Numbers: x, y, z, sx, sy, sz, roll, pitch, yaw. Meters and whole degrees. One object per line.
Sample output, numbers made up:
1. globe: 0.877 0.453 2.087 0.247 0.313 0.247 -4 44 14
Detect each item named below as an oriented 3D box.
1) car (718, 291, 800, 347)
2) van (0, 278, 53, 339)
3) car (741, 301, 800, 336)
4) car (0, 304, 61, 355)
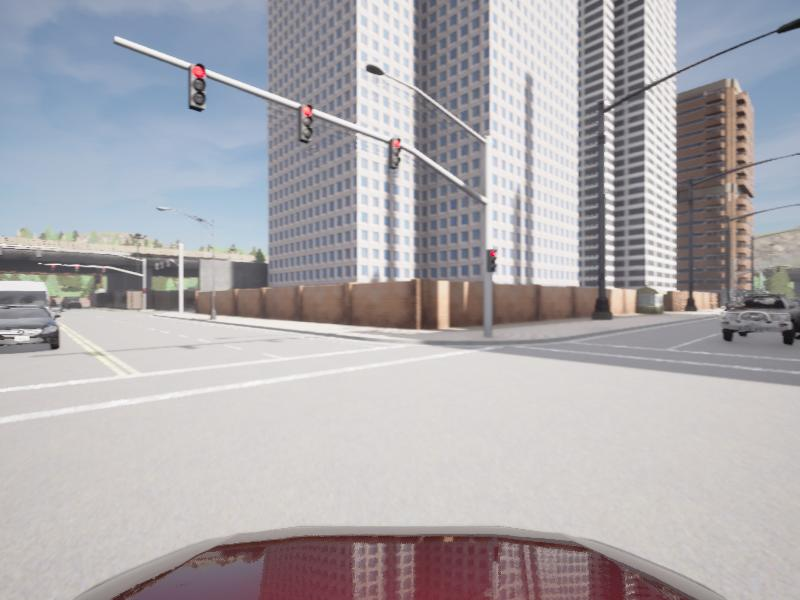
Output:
1. car: 13.937 0.613 15.328 4.605 1.855 1.932 0 0 -41
2. van: -18.250 0.362 19.350 1.988 2.561 5.915 0 0 -43
3. car: 18.439 0.800 19.522 4.792 1.488 2.163 0 0 -43
4. car: -12.936 0.897 13.699 1.812 1.442 4.674 0 0 -43
